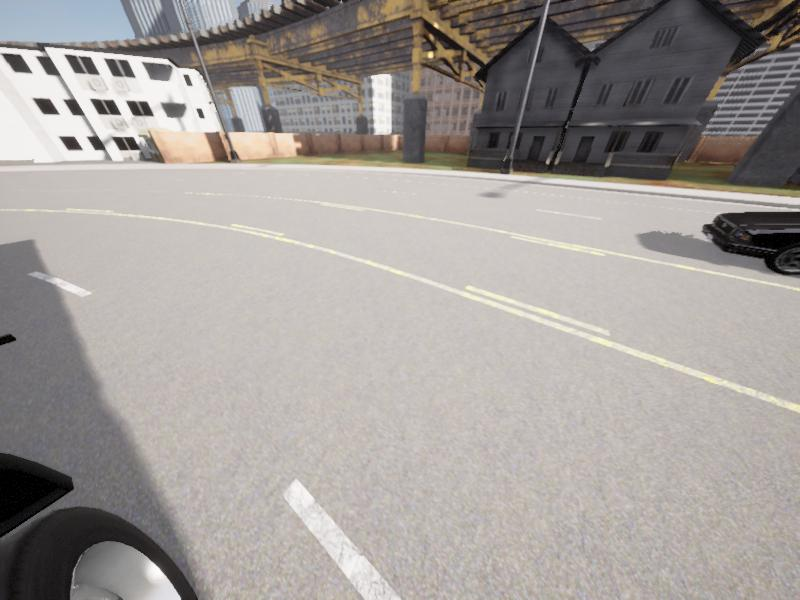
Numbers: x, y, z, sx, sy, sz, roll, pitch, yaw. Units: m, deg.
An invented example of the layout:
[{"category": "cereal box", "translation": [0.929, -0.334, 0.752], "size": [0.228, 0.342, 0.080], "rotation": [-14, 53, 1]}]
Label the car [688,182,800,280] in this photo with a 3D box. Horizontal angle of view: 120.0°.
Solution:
[{"category": "car", "translation": [9.675, -0.938, 4.123], "size": [5.357, 1.411, 2.033], "rotation": [22, 41, 28]}]
